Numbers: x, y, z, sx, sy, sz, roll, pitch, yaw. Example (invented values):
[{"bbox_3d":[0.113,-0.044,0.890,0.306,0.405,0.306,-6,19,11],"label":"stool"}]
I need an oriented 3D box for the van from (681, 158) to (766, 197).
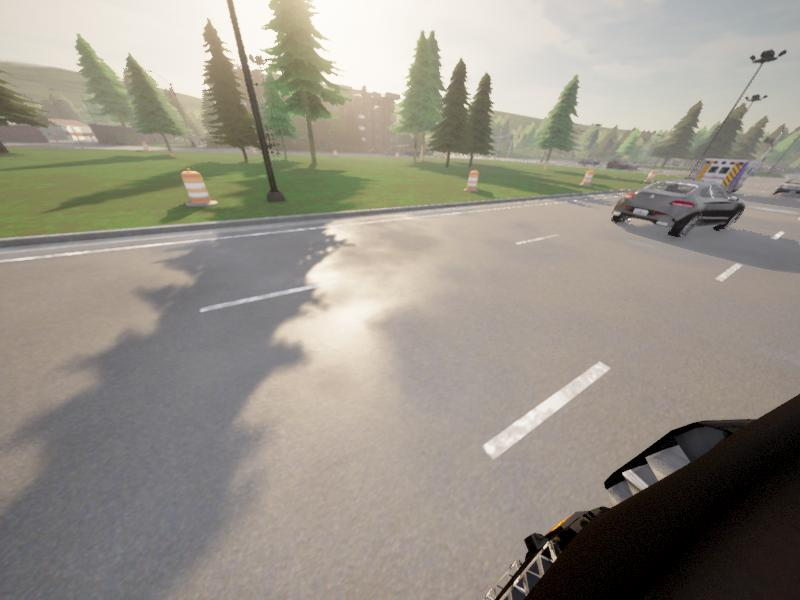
[{"bbox_3d":[27.386,-10.433,19.560,6.366,2.431,2.351,-16,38,-25],"label":"van"}]

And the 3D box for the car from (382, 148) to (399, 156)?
[{"bbox_3d":[-2.607,-38.604,60.410,3.988,1.617,1.851,-15,38,-25],"label":"car"}]

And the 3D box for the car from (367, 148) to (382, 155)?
[{"bbox_3d":[-7.149,-41.768,64.873,3.705,1.549,1.789,-15,38,-25],"label":"car"}]

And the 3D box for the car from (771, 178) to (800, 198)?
[{"bbox_3d":[35.916,-10.122,20.772,4.718,1.301,1.895,-16,38,-26],"label":"car"}]

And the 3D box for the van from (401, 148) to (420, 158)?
[{"bbox_3d":[2.701,-38.002,59.572,4.442,1.987,1.775,-15,38,-26],"label":"van"}]

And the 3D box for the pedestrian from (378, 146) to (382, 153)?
[{"bbox_3d":[-6.296,-47.399,72.818,0.751,1.860,0.751,-15,38,-25],"label":"pedestrian"}]

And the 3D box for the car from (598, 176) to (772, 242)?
[{"bbox_3d":[10.562,-3.586,8.691,5.027,1.651,2.152,-11,36,-20],"label":"car"}]

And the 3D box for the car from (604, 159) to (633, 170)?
[{"bbox_3d":[47.911,-29.803,50.782,1.905,1.878,3.866,-15,38,-25],"label":"car"}]

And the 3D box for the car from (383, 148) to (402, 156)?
[{"bbox_3d":[-2.128,-40.984,63.972,4.611,1.667,2.242,-16,38,-25],"label":"car"}]

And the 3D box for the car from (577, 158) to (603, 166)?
[{"bbox_3d":[54.650,-39.849,66.648,1.930,1.638,5.238,-15,38,-25],"label":"car"}]

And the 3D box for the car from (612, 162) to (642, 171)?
[{"bbox_3d":[51.134,-30.236,52.154,1.994,1.385,4.181,-15,38,-25],"label":"car"}]
